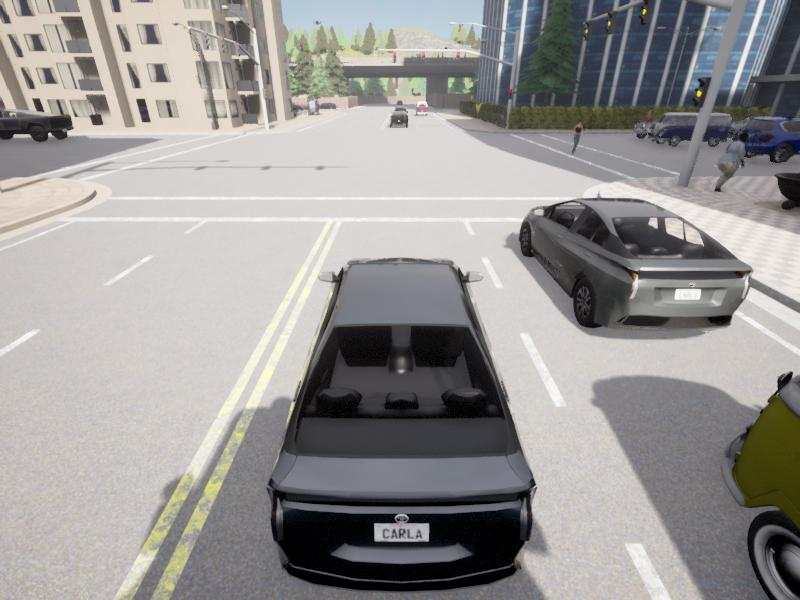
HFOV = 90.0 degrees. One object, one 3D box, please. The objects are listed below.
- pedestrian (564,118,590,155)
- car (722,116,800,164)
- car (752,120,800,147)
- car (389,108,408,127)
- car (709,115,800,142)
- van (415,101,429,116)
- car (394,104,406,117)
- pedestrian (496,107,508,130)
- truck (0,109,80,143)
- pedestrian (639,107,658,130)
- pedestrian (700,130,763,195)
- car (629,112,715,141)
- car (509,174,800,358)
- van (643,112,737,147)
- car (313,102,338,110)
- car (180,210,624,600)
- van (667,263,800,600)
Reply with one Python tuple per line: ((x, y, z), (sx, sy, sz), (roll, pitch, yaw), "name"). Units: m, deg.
((9.863, -9.136, 22.332), (0.751, 1.860, 0.751), (-3, 27, -5), "pedestrian")
((20.127, -8.088, 20.137), (5.566, 2.045, 2.150), (0, 27, -1), "car")
((26.461, -11.061, 26.554), (4.193, 1.474, 1.816), (0, 27, -1), "car")
((-0.076, -19.881, 43.558), (1.930, 1.638, 5.238), (1, 27, 1), "car")
((26.410, -12.724, 29.634), (5.027, 1.651, 2.152), (0, 27, -1), "car")
((3.482, -30.766, 64.333), (2.069, 2.038, 4.480), (0, 27, 0), "van")
((-0.005, -30.445, 64.140), (1.930, 1.638, 5.238), (0, 27, 0), "car")
((9.228, -16.417, 36.183), (0.751, 1.860, 0.751), (9, 28, 16), "pedestrian")
((-27.517, -12.644, 28.960), (6.274, 2.098, 2.390), (0, 27, -1), "truck")
((22.285, -16.297, 35.948), (0.751, 1.860, 0.751), (0, 27, 0), "pedestrian")
((10.492, -4.372, 12.717), (0.751, 1.860, 0.751), (1, 27, 1), "pedestrian")
((19.961, -12.808, 29.517), (4.605, 1.855, 1.932), (0, 27, -1), "car")
((3.508, -0.956, 6.814), (2.007, 1.525, 4.514), (0, 27, 0), "car")
((18.977, -11.252, 26.368), (4.442, 1.987, 1.775), (0, 27, 0), "van")
((-16.114, -41.855, 86.398), (4.892, 1.490, 1.837), (0, 27, 0), "car")
((0.009, 0.403, 4.166), (2.007, 1.525, 4.514), (0, 27, 0), "car")
((3.189, 1.670, 1.195), (1.775, 1.987, 4.442), (2, 27, 3), "van")
